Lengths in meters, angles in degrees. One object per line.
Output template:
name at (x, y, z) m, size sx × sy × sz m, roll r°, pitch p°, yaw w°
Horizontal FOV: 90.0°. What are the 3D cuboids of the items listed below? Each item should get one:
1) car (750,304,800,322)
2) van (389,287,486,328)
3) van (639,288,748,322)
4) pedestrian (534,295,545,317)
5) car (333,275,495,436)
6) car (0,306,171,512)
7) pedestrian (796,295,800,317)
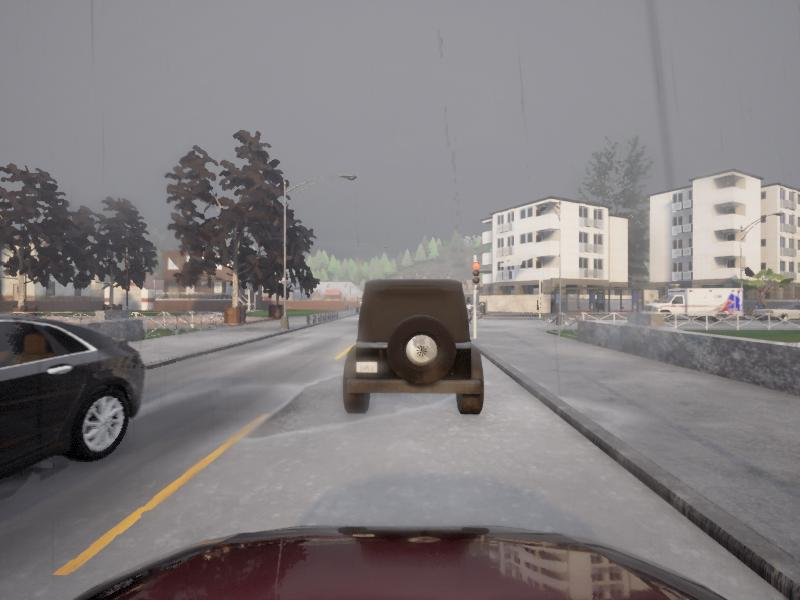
car at (29.156, 0.944, 29.630) m, size 4.718 × 1.301 × 1.895 m, roll 0°, pitch 0°, yaw 2°
van at (2.488, 0.404, 27.934) m, size 6.366 × 2.431 × 2.351 m, roll 1°, pitch 5°, yaw 38°
van at (21.752, 0.378, 29.883) m, size 6.366 × 2.431 × 2.351 m, roll 0°, pitch 0°, yaw 2°
pedestrian at (12.262, 0.524, 35.176) m, size 0.751 × 1.860 × 0.751 m, roll 0°, pitch 0°, yaw 10°
car at (0.220, 0.646, 6.640) m, size 1.905 × 1.878 × 3.866 m, roll 0°, pitch 0°, yaw 2°
car at (-3.917, 0.843, 2.670) m, size 1.837 × 1.490 × 4.892 m, roll 0°, pitch 0°, yaw 2°
pedestrian at (34.890, 0.533, 34.470) m, size 0.751 × 1.860 × 0.751 m, roll 0°, pitch 0°, yaw -1°
